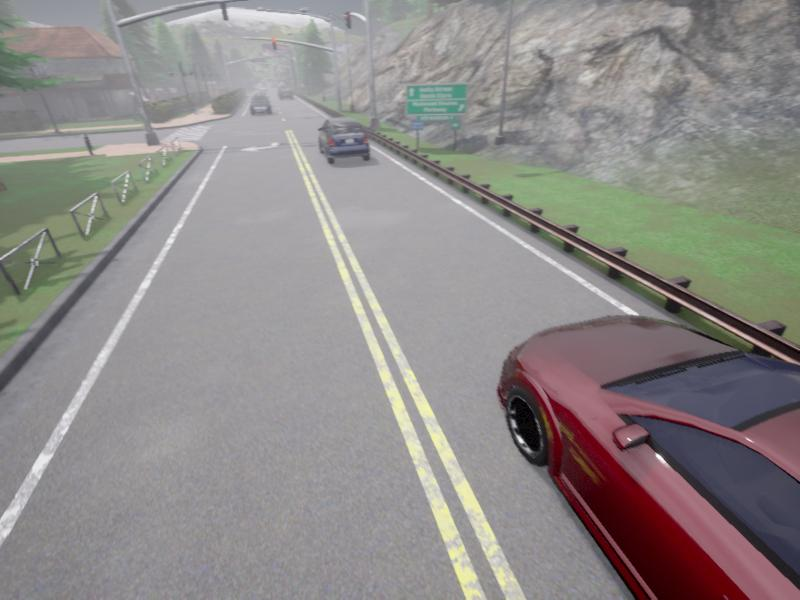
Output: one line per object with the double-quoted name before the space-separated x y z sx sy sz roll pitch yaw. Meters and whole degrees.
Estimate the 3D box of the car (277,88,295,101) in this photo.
"car" -17.749 -32.005 62.164 2.163 1.488 4.792 -10 31 -13

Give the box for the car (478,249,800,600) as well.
"car" 2.368 1.216 2.504 1.994 1.385 4.181 -10 31 -13

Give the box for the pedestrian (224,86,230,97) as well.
"pedestrian" -34.548 -41.672 79.913 0.751 1.860 0.751 -11 31 -15

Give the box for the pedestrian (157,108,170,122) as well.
"pedestrian" -20.156 -15.763 34.071 0.500 1.100 0.500 15 34 27

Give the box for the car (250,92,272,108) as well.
"car" -16.759 -24.258 48.458 2.128 1.511 4.902 -10 30 -13

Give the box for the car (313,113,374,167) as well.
"car" -2.411 -6.746 16.639 1.789 1.549 3.705 -10 31 -13

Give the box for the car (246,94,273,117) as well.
"car" -13.356 -18.683 38.303 2.033 1.649 4.856 -10 31 -13

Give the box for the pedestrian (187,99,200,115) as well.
"pedestrian" -20.052 -18.777 38.922 0.751 1.300 0.751 -10 31 -13
